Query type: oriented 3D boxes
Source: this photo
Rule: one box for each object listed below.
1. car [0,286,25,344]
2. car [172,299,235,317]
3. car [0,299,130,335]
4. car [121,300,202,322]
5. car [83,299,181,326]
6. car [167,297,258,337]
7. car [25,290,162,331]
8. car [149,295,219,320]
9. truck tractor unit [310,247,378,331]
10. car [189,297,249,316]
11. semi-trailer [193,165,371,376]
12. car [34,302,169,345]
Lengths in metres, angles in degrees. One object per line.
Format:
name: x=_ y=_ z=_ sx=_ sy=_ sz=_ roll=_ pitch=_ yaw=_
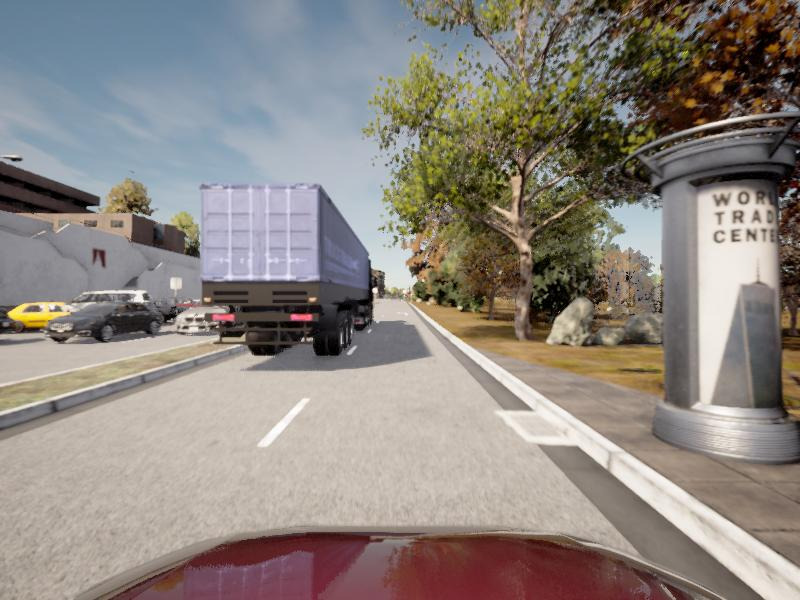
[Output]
car: x=-16.813 y=0.568 z=13.494 sx=5.566 sy=2.045 sz=2.435 roll=-1 pitch=0 yaw=-20
car: x=-16.824 y=0.652 z=34.500 sx=4.674 sy=1.452 sz=2.002 roll=-1 pitch=1 yaw=-20
car: x=-16.659 y=0.777 z=19.549 sx=5.366 sy=1.575 sz=1.946 roll=-1 pitch=0 yaw=-20
car: x=-16.828 y=0.737 z=28.501 sx=4.674 sy=1.452 sz=2.002 roll=-1 pitch=0 yaw=-20
car: x=-16.853 y=0.758 z=25.476 sx=4.792 sy=1.488 sz=2.163 roll=-1 pitch=1 yaw=-20
car: x=-8.760 y=0.709 z=19.263 sx=2.242 sy=1.667 sz=4.611 roll=0 pitch=0 yaw=0
car: x=-16.858 y=0.507 z=22.474 sx=5.566 sy=2.045 sz=2.435 roll=-1 pitch=1 yaw=-20
car: x=-16.856 y=0.529 z=31.487 sx=4.553 sy=1.767 sz=2.185 roll=-1 pitch=1 yaw=-20
truck tractor unit: x=-2.995 y=-0.608 z=23.396 sx=3.053 sy=4.208 sz=6.516 roll=0 pitch=1 yaw=0
car: x=-16.813 y=0.566 z=37.500 sx=5.008 sy=1.535 sz=2.097 roll=-1 pitch=1 yaw=-20
semi-trailer: x=-2.975 y=-0.646 z=15.486 sx=2.717 sy=4.402 sz=14.254 roll=0 pitch=0 yaw=0
car: x=-11.764 y=0.817 z=16.307 sx=1.837 sy=1.490 sz=4.892 roll=0 pitch=0 yaw=0
